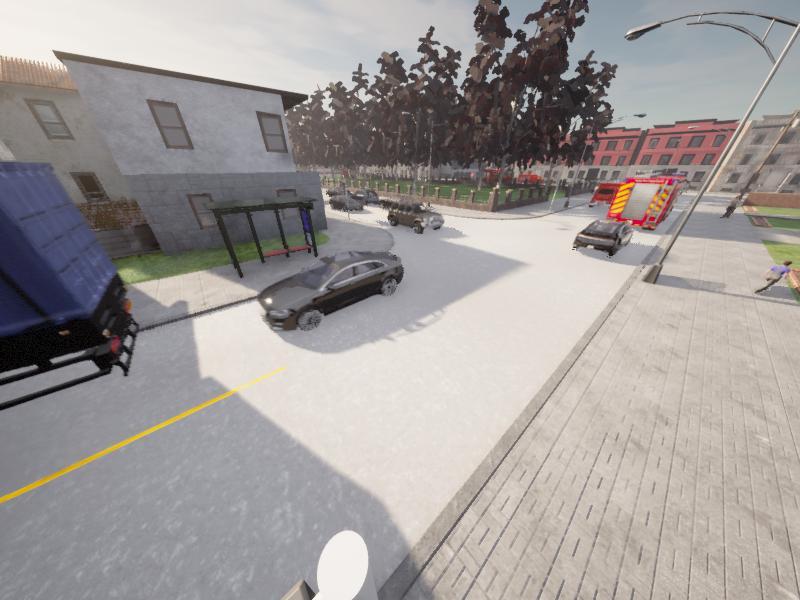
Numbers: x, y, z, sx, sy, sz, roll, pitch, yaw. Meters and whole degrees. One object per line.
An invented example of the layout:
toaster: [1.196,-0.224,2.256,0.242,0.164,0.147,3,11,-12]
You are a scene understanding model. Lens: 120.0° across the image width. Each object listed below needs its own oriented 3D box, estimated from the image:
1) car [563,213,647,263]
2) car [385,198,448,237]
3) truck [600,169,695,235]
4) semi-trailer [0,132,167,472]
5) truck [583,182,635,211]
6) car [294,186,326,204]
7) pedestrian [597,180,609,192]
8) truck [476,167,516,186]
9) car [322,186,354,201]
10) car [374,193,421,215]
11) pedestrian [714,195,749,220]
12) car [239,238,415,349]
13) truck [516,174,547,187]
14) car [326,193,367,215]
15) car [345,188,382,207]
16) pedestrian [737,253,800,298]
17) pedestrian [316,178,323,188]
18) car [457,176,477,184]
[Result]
car: [11.319,-3.595,12.722,4.902,1.511,2.128,-23,37,-34]
car: [1.007,-6.143,16.772,1.932,1.855,4.605,-21,35,-32]
truck: [19.430,-7.994,18.027,8.468,3.827,2.891,-23,37,-34]
semi-trailer: [-10.951,1.866,0.350,14.254,4.402,2.717,-23,37,-34]
truck: [23.164,-11.588,25.608,5.204,2.467,2.627,-23,37,-34]
car: [-11.881,-13.836,30.347,2.033,1.649,4.856,-22,36,-33]
pedestrian: [35.790,-20.138,40.770,0.751,1.860,0.751,-11,32,-19]
truck: [24.243,-31.576,58.872,2.891,3.827,8.468,-23,37,-34]
car: [-8.861,-15.242,32.895,2.128,1.511,4.902,-25,38,-36]
car: [-0.326,-9.955,23.738,2.128,1.511,4.902,-23,37,-34]
pedestrian: [27.449,-7.673,19.179,0.751,1.860,0.751,12,32,20]
car: [-1.993,-0.642,7.605,4.902,1.511,2.128,-25,38,-36]
truck: [30.128,-27.479,53.131,2.627,2.467,5.204,-23,37,-34]
car: [-5.614,-10.014,23.856,1.837,1.490,4.892,-23,37,-34]
car: [-4.501,-12.646,28.282,2.033,1.649,4.856,-24,38,-35]
pedestrian: [12.843,-0.844,7.910,0.751,1.300,0.751,-3,30,-5]
pedestrian: [-16.575,-24.081,47.598,0.751,1.860,0.751,-23,37,-35]
car: [18.768,-33.892,65.087,2.152,1.651,5.027,-23,37,-34]
